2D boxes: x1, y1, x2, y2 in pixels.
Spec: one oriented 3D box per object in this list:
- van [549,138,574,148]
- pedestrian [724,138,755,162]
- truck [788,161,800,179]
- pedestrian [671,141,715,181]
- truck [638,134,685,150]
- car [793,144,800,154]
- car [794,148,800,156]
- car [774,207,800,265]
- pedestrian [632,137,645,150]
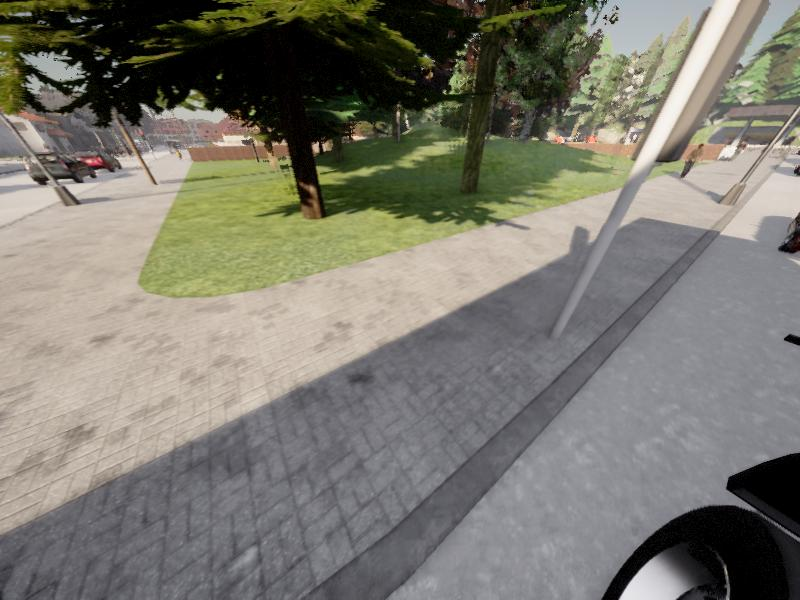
[{"bbox_3d":[40.964,-40.027,58.710,2.069,2.038,4.480,-22,41,-28],"label":"van"},{"bbox_3d":[32.503,-14.367,22.136,0.751,1.860,0.751,-19,39,-25],"label":"pedestrian"},{"bbox_3d":[27.560,-9.028,14.310,5.204,2.467,2.627,-22,41,-28],"label":"truck"},{"bbox_3d":[16.601,-7.916,13.138,0.751,1.860,0.751,-26,42,-31],"label":"pedestrian"},{"bbox_3d":[51.721,-31.420,45.824,2.627,2.467,5.204,-22,41,-27],"label":"truck"},{"bbox_3d":[58.938,-21.054,31.892,2.038,1.542,4.974,9,37,15],"label":"car"},{"bbox_3d":[52.754,-19.251,29.072,1.905,1.878,3.866,30,45,35],"label":"car"},{"bbox_3d":[10.574,-1.695,5.023,4.181,1.385,1.994,-22,41,-28],"label":"car"},{"bbox_3d":[43.677,-28.668,42.304,0.751,1.860,0.751,-22,41,-28],"label":"pedestrian"}]
